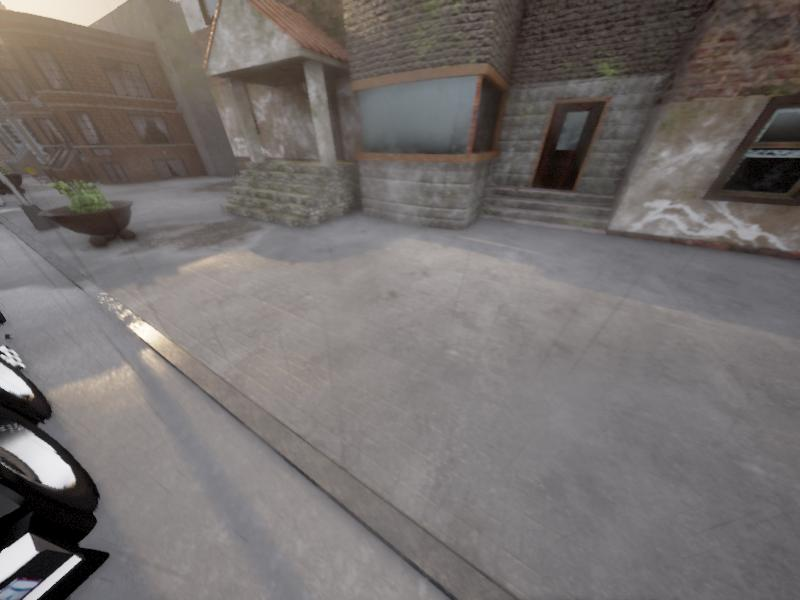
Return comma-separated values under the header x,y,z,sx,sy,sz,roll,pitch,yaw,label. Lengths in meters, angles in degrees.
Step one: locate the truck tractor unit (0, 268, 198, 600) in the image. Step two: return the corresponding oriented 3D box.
x,y,z,sx,sy,sz,roll,pitch,yaw,label
-5.122,-0.289,0.769,6.516,4.208,3.053,18,39,24,truck tractor unit
